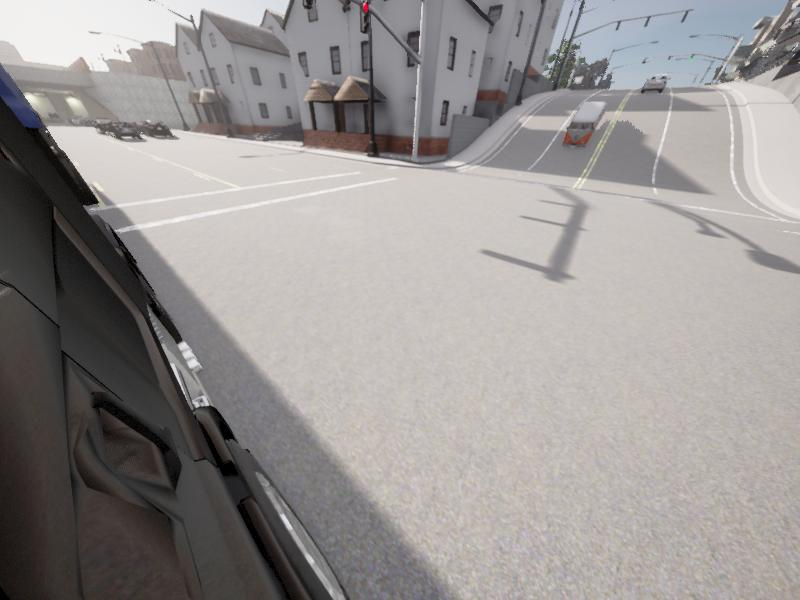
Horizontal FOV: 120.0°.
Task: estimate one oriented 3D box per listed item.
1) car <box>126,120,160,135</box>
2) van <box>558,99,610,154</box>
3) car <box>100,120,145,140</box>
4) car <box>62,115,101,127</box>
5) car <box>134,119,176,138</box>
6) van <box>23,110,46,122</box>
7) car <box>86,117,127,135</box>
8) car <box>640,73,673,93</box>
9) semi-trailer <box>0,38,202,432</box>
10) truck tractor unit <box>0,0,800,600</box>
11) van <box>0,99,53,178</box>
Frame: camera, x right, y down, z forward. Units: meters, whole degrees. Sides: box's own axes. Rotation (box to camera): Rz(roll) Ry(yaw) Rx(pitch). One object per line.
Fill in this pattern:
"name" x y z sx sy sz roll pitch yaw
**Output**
"car" -35.606 -23.872 31.981 4.674 1.442 1.812 26 43 28
"van" 14.606 -13.854 18.386 1.775 1.987 4.442 26 64 28
"car" -29.332 -17.957 24.428 4.514 1.525 2.007 27 43 29
"car" -57.531 -32.325 41.754 4.974 1.542 2.038 13 37 13
"car" -30.279 -21.175 28.537 4.611 1.667 2.242 27 43 29
"van" -81.092 -40.858 51.225 4.442 1.987 1.775 26 43 28
"car" -36.867 -21.828 29.006 5.238 1.638 1.930 26 43 28
"car" 29.355 -24.879 26.493 1.970 1.475 3.806 27 52 29
"semi-trailer" -8.736 -3.585 4.183 14.254 4.402 2.717 28 43 29
"truck tractor unit" -2.645 -0.295 0.351 6.516 4.208 3.053 28 44 30
"van" -17.680 -7.103 9.861 5.915 2.561 1.988 27 43 29
